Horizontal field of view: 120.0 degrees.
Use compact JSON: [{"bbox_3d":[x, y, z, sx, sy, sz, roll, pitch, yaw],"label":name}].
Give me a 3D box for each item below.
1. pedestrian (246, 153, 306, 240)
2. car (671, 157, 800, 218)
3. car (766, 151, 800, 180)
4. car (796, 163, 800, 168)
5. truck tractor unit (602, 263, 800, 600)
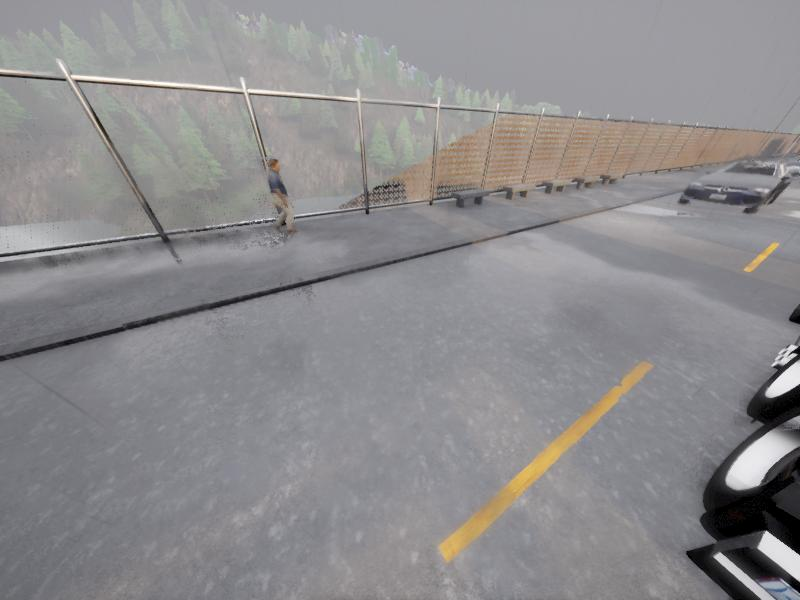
[{"bbox_3d":[-3.085,-2.601,5.860,0.751,1.860,0.751,-21,40,-27],"label":"pedestrian"},{"bbox_3d":[14.356,-4.902,9.716,5.027,1.651,2.152,-18,39,-24],"label":"car"},{"bbox_3d":[30.483,-10.172,17.389,4.856,1.649,2.033,-18,39,-24],"label":"car"},{"bbox_3d":[43.530,-14.451,23.587,4.611,1.667,2.242,-18,39,-24],"label":"car"},{"bbox_3d":[5.108,-0.303,0.785,6.516,4.208,3.053,-18,39,-24],"label":"truck tractor unit"}]
